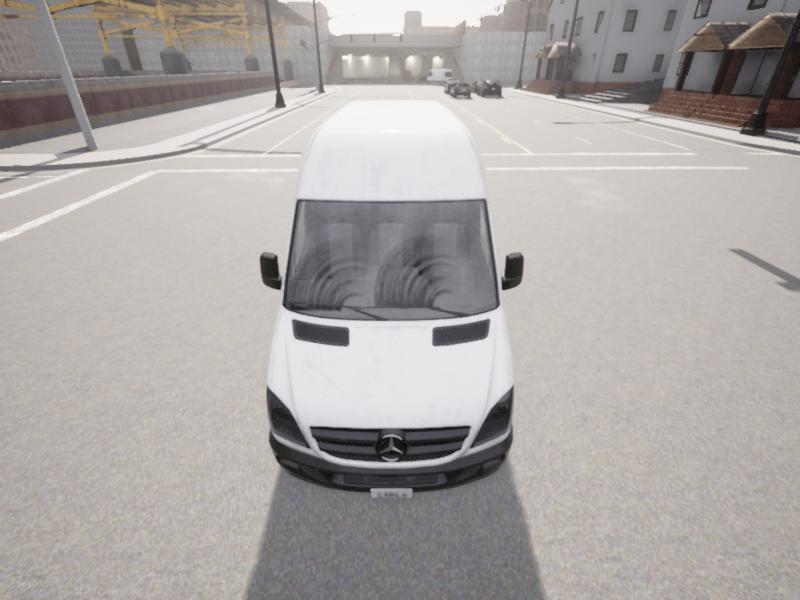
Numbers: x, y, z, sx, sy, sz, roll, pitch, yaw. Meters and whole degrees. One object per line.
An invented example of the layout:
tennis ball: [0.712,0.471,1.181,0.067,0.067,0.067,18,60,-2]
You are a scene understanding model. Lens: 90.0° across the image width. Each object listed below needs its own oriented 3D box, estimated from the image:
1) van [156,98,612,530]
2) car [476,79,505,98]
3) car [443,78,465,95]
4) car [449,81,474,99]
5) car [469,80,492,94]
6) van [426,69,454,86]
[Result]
van: [-0.079,-0.855,4.942,1.988,2.561,5.915,0,30,0]
car: [10.231,-24.145,45.610,2.242,1.667,4.611,0,30,0]
car: [6.715,-26.907,50.356,1.930,1.638,5.238,-1,30,-1]
car: [6.740,-23.277,44.267,2.007,1.525,4.514,0,30,0]
car: [10.323,-27.459,51.497,1.812,1.442,4.674,-1,30,-1]
van: [7.011,-39.705,71.299,1.988,2.561,5.915,-15,34,-24]
